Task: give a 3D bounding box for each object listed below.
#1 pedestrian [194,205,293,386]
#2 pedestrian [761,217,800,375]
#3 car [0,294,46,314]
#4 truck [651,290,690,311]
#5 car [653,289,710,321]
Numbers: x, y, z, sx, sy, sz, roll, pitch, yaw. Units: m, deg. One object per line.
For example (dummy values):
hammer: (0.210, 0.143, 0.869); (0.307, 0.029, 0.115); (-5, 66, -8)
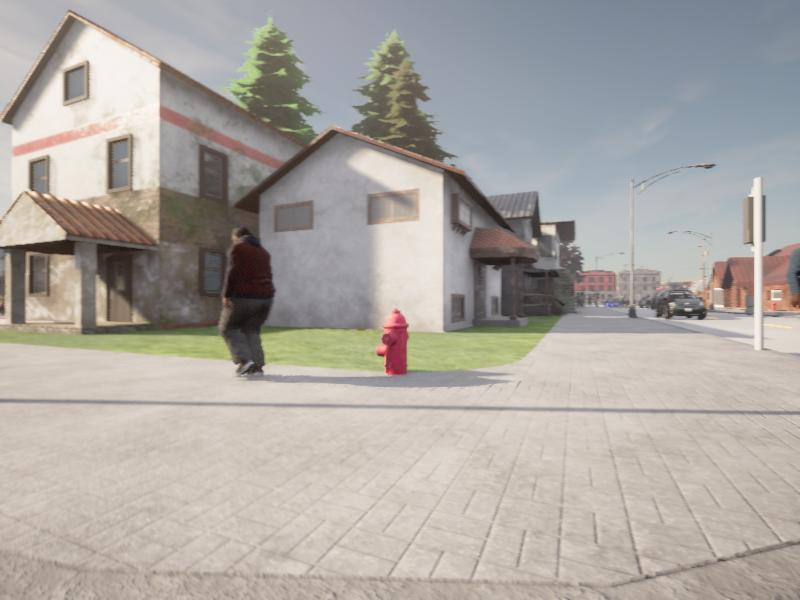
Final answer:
pedestrian: (-1.781, -0.046, 4.611); (0.751, 1.860, 0.751); (0, 0, 23)
pedestrian: (5.068, -0.050, 4.816); (0.751, 1.860, 0.751); (0, 0, -6)
car: (-33.421, 0.330, 33.568); (1.801, 1.575, 5.366); (0, 0, 22)
truck: (29.149, 0.064, 43.315); (2.390, 2.098, 6.274); (0, 0, 24)
car: (15.630, 0.253, 22.404); (1.851, 1.617, 3.988); (0, 0, 24)
